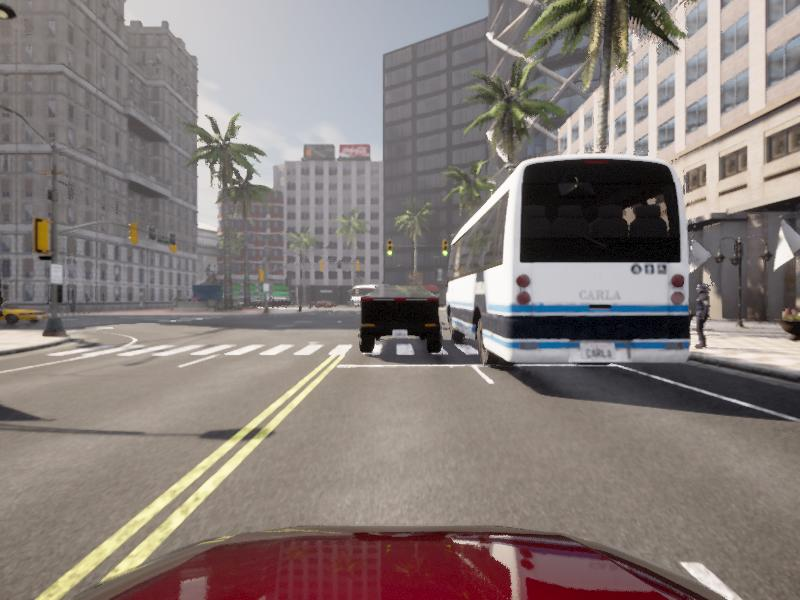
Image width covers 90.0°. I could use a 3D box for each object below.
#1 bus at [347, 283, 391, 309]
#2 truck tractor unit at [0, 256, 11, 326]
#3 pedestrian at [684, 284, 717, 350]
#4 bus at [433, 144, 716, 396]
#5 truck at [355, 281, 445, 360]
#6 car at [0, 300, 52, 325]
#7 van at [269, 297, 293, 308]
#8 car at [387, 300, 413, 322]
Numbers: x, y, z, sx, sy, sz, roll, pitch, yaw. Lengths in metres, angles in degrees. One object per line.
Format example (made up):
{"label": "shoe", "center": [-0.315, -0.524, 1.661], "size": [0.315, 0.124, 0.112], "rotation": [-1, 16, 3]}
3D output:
{"label": "bus", "center": [-5.690, -0.559, 71.187], "size": [3.944, 4.253, 10.273], "rotation": [1, 0, -29]}
{"label": "truck tractor unit", "center": [-27.414, -0.520, 23.372], "size": [6.516, 4.208, 3.053], "rotation": [0, 0, 3]}
{"label": "pedestrian", "center": [8.855, 0.481, 11.776], "size": [0.751, 1.860, 0.751], "rotation": [0, 0, 39]}
{"label": "bus", "center": [3.368, -0.534, 11.889], "size": [3.944, 4.253, 10.273], "rotation": [0, 0, 0]}
{"label": "truck", "center": [0.002, 0.539, 13.805], "size": [2.390, 2.098, 6.274], "rotation": [0, 0, 0]}
{"label": "car", "center": [-26.642, 0.793, 26.649], "size": [5.366, 1.575, 1.801], "rotation": [0, 0, 0]}
{"label": "van", "center": [-23.400, 0.546, 78.659], "size": [4.480, 2.038, 2.069], "rotation": [0, 0, 29]}
{"label": "car", "center": [0.004, 0.791, 30.834], "size": [1.801, 1.575, 5.366], "rotation": [0, 0, 0]}
